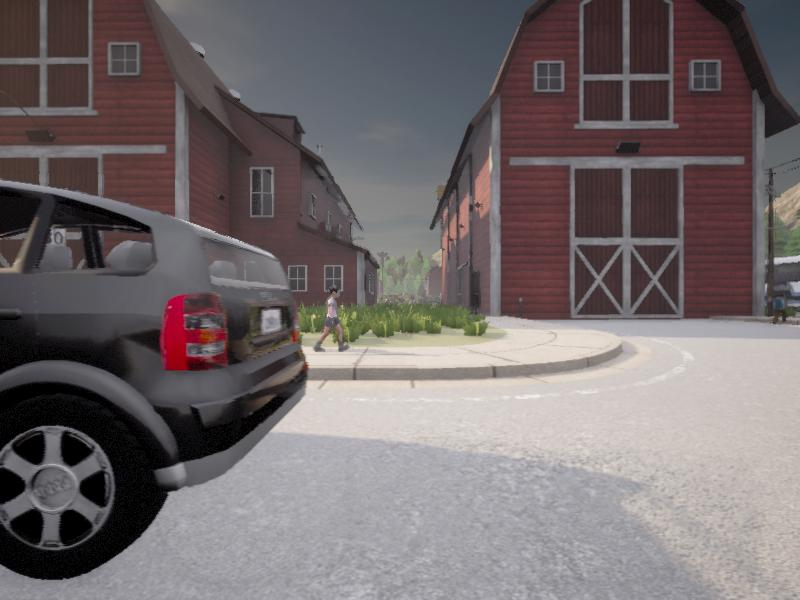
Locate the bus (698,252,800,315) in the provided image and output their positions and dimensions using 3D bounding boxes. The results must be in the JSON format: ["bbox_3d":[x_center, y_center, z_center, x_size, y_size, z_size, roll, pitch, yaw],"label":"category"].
[{"bbox_3d":[29.271,-1.115,31.520,3.944,4.253,10.273,0,0,1],"label":"bus"}]

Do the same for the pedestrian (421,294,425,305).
[{"bbox_3d":[4.260,-0.089,73.179,0.751,1.860,0.751,0,0,1],"label":"pedestrian"}]

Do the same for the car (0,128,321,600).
[{"bbox_3d":[-2.465,0.215,2.201,3.705,1.549,1.789,0,0,0],"label":"car"}]

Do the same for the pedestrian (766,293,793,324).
[{"bbox_3d":[13.433,0.291,14.155,0.500,1.100,0.500,0,0,-13],"label":"pedestrian"}]

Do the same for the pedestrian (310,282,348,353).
[{"bbox_3d":[-1.158,0.266,6.500,0.500,1.100,0.500,0,0,-23],"label":"pedestrian"}]

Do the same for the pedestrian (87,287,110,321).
[{"bbox_3d":[-10.109,0.122,13.422,0.500,1.100,0.500,0,0,-23],"label":"pedestrian"}]
